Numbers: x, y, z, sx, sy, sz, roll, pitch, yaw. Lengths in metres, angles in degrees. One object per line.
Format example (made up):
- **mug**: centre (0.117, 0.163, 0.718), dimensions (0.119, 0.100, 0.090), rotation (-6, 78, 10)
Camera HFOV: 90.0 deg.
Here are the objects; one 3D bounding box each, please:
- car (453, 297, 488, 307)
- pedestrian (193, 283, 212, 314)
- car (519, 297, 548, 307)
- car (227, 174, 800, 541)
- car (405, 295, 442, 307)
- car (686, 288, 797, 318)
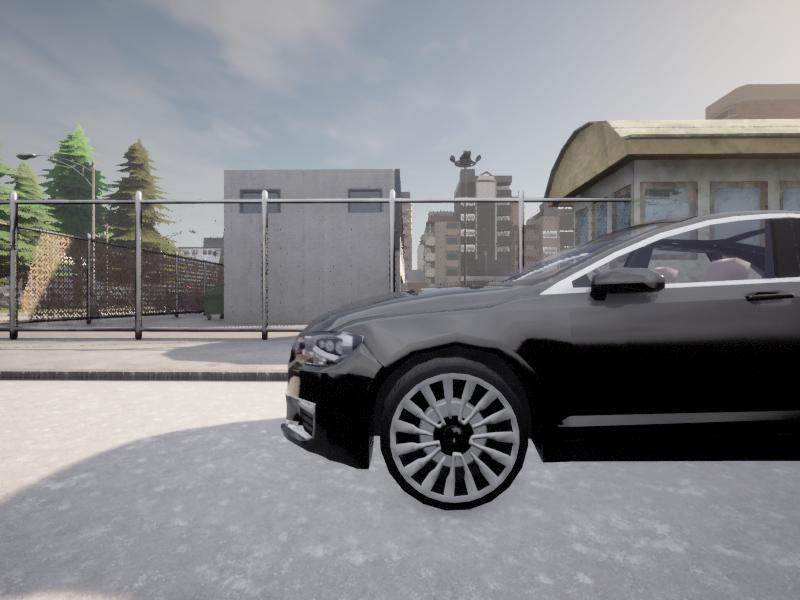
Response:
- **car**: centre (9.808, 0.270, 56.091), dimensions (4.674, 1.442, 1.812), rotation (0, 0, 1)
- **pedestrian**: centre (-11.952, -0.067, 24.203), dimensions (0.751, 1.860, 0.751), rotation (0, 0, 1)
- **car**: centre (19.930, 0.253, 59.879), dimensions (3.806, 1.475, 1.970), rotation (0, 0, 1)
- **car**: centre (1.742, 0.236, 2.706), dimensions (4.902, 1.511, 2.128), rotation (0, 0, 1)
- **car**: centre (3.273, 0.171, 56.275), dimensions (5.238, 1.638, 1.930), rotation (0, 0, 2)
- **car**: centre (17.629, 0.159, 20.794), dimensions (4.193, 1.474, 1.816), rotation (0, 0, 1)
